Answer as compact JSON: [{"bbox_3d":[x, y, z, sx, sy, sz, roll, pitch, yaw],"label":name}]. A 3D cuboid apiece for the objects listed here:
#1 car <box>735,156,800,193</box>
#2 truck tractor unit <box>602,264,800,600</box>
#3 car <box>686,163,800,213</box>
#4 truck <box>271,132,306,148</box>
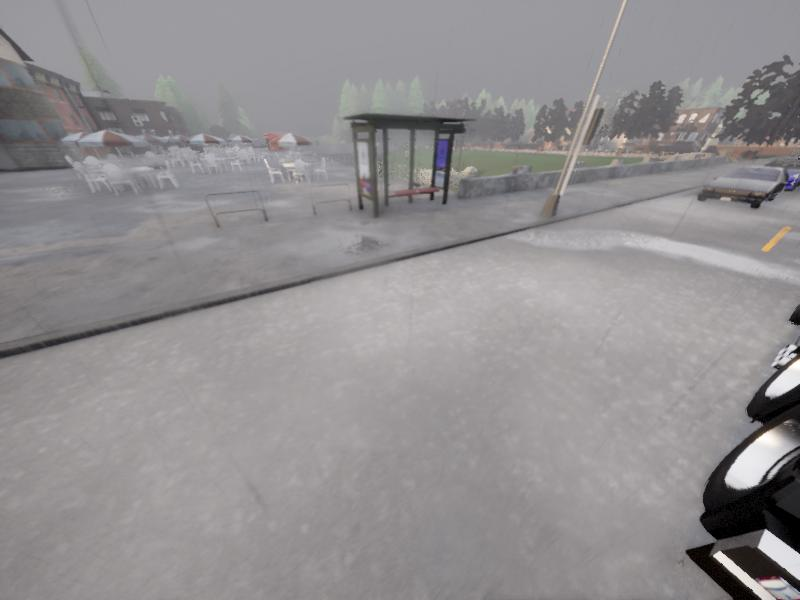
[{"bbox_3d":[22.695,-7.547,13.741,4.514,1.525,2.007,-18,39,-25],"label":"car"},{"bbox_3d":[5.112,-0.298,0.783,6.516,4.208,3.053,-18,39,-24],"label":"truck tractor unit"},{"bbox_3d":[15.925,-5.284,10.539,5.357,1.411,2.033,-18,39,-24],"label":"car"},{"bbox_3d":[-32.860,-47.391,68.484,8.468,3.827,2.891,-18,39,-24],"label":"truck"}]
